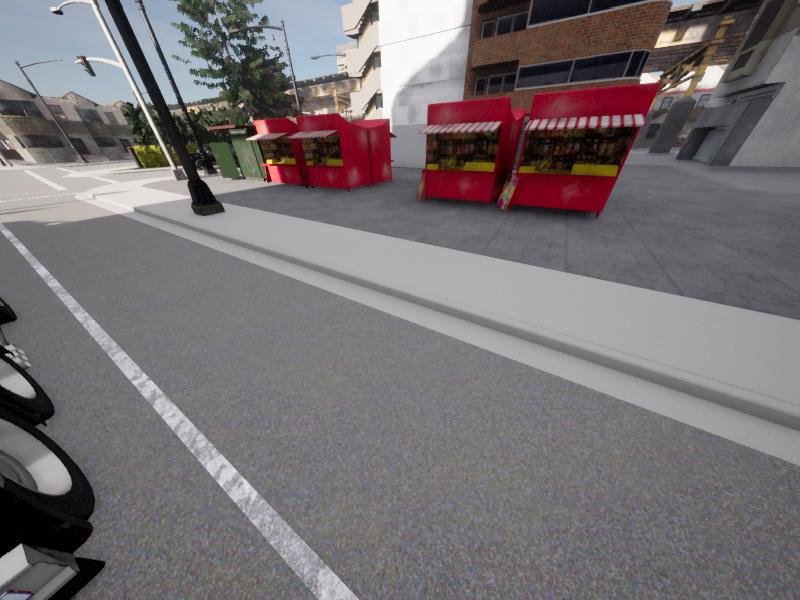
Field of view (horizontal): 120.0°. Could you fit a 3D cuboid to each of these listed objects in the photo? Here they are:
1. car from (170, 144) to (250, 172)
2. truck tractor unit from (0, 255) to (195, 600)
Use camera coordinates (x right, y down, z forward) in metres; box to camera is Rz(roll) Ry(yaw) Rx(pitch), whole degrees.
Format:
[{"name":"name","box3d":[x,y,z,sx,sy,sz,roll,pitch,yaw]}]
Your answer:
[{"name":"car","box3d":[-19.118,-14.654,23.663,2.150,2.045,5.566,18,39,26]},{"name":"truck tractor unit","box3d":[-5.097,-0.314,0.801,6.516,4.208,3.053,19,39,25]}]
